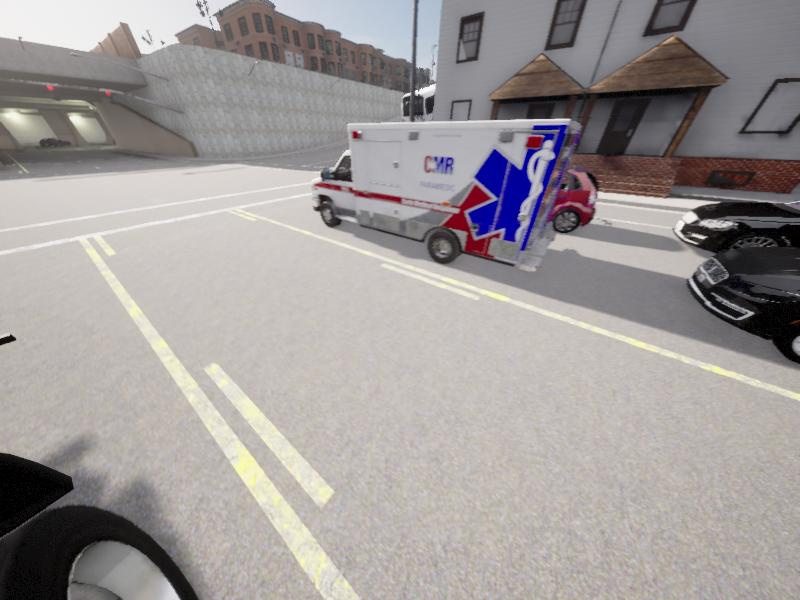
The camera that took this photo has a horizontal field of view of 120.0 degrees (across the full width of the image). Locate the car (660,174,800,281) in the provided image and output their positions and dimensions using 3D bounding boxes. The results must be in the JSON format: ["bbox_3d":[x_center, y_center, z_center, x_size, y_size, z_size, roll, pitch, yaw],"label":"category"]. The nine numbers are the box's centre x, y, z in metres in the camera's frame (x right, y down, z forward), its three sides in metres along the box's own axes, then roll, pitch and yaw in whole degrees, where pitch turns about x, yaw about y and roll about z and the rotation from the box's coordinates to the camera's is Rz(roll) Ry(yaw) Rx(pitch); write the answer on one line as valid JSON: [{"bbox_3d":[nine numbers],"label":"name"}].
[{"bbox_3d":[8.951,-1.234,4.421,4.902,1.511,2.128,23,41,28],"label":"car"}]

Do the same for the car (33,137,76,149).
[{"bbox_3d":[-64.709,-29.570,43.434,2.152,1.651,5.027,-13,38,-19],"label":"car"}]

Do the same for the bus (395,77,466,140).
[{"bbox_3d":[4.267,-24.568,29.590,3.944,4.253,10.273,23,55,28],"label":"bus"}]

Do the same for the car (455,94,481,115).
[{"bbox_3d":[10.595,-30.454,35.968,1.801,1.575,5.366,23,54,27],"label":"car"}]

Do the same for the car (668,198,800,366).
[{"bbox_3d":[6.638,0.289,2.265,4.892,1.490,1.837,23,41,28],"label":"car"}]

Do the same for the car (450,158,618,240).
[{"bbox_3d":[3.938,-3.414,7.336,3.988,1.617,1.851,23,41,28],"label":"car"}]

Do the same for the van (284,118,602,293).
[{"bbox_3d":[0.404,-2.750,5.650,6.366,2.431,2.351,23,41,28],"label":"van"}]
